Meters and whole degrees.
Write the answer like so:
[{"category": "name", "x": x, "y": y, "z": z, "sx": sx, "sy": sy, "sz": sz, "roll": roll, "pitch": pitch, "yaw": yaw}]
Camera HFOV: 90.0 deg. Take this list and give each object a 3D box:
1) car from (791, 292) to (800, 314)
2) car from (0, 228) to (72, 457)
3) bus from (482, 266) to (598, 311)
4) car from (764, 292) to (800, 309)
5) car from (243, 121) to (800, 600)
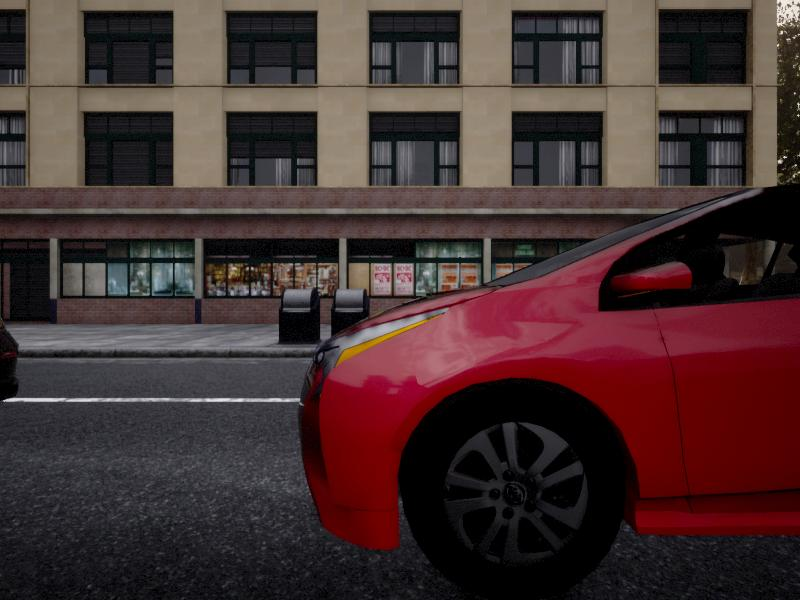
[{"category": "car", "x": 29.894, "y": 0.201, "z": 26.977, "sx": 1.801, "sy": 1.575, "sz": 5.366, "roll": 0, "pitch": 0, "yaw": -1}, {"category": "car", "x": -4.859, "y": 0.270, "z": 2.172, "sx": 4.674, "sy": 1.442, "sz": 1.812, "roll": 0, "pitch": 0, "yaw": 0}, {"category": "bus", "x": 13.781, "y": -1.130, "z": 40.258, "sx": 10.273, "sy": 4.253, "sz": 3.944, "roll": 0, "pitch": 0, "yaw": 0}, {"category": "car", "x": 42.436, "y": 0.046, "z": 43.539, "sx": 3.866, "sy": 1.878, "sz": 1.905, "roll": 0, "pitch": 0, "yaw": -1}, {"category": "car", "x": 1.791, "y": 0.228, "z": 2.195, "sx": 4.514, "sy": 1.525, "sz": 2.007, "roll": 0, "pitch": 0, "yaw": 0}]
